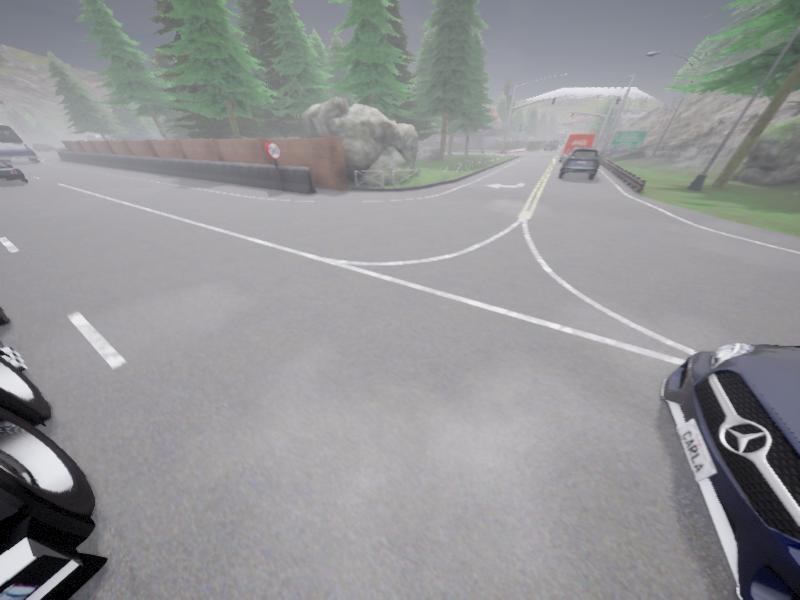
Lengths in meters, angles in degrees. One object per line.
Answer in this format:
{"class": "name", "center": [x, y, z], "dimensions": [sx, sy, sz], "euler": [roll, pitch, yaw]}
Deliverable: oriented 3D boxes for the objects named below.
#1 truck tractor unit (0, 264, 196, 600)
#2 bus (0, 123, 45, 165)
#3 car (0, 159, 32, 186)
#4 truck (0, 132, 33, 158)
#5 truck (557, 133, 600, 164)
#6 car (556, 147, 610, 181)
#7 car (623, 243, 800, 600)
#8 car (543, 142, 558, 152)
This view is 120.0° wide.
{"class": "truck tractor unit", "center": [-5.114, -0.295, 0.792], "dimensions": [6.516, 4.208, 3.053], "euler": [18, 39, 24]}
{"class": "bus", "center": [-53.909, -21.328, 31.577], "dimensions": [10.273, 4.253, 3.944], "euler": [22, 42, 29]}
{"class": "car", "center": [-27.496, -8.646, 15.624], "dimensions": [4.718, 1.301, 1.895], "euler": [18, 39, 24]}
{"class": "truck", "center": [-75.050, -29.449, 43.851], "dimensions": [2.891, 3.827, 8.468], "euler": [-28, 43, -34]}
{"class": "truck", "center": [18.424, -15.824, 24.073], "dimensions": [2.627, 2.467, 5.204], "euler": [19, 39, 25]}
{"class": "car", "center": [11.822, -9.095, 15.199], "dimensions": [2.033, 1.649, 4.856], "euler": [19, 38, 25]}
{"class": "car", "center": [4.213, 1.497, 0.399], "dimensions": [5.027, 1.651, 2.152], "euler": [18, 39, 24]}
{"class": "car", "center": [30.186, -30.798, 46.315], "dimensions": [2.038, 1.542, 4.974], "euler": [18, 39, 25]}
